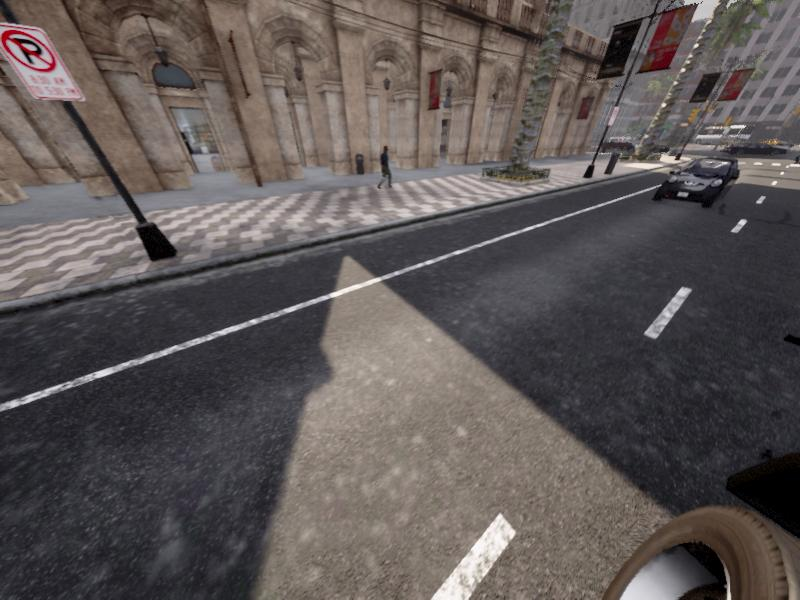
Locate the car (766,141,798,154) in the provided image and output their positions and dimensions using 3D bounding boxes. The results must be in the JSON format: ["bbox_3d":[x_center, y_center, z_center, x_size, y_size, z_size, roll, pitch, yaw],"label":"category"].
[{"bbox_3d":[57.037,-22.838,34.489,3.633,1.501,1.845,-22,41,-28],"label":"car"}]

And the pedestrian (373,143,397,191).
[{"bbox_3d":[-0.685,-6.181,10.748,0.751,1.860,0.751,-23,41,-28],"label":"pedestrian"}]

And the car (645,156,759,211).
[{"bbox_3d":[12.134,-4.832,9.330,3.633,1.501,1.845,-22,40,-27],"label":"car"}]

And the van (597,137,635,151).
[{"bbox_3d":[40.774,-29.596,43.749,2.069,2.038,4.480,-22,40,-27],"label":"van"}]

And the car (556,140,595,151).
[{"bbox_3d":[32.755,-28.941,43.281,1.801,1.575,5.366,-22,41,-28],"label":"car"}]

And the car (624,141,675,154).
[{"bbox_3d":[38.849,-23.885,36.115,2.038,1.542,4.974,-22,41,-28],"label":"car"}]

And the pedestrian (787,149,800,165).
[{"bbox_3d":[35.690,-12.967,20.341,0.751,1.860,0.751,-26,42,-31],"label":"pedestrian"}]

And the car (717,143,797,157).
[{"bbox_3d":[46.520,-19.780,30.358,5.357,1.411,2.033,18,39,24],"label":"car"}]
